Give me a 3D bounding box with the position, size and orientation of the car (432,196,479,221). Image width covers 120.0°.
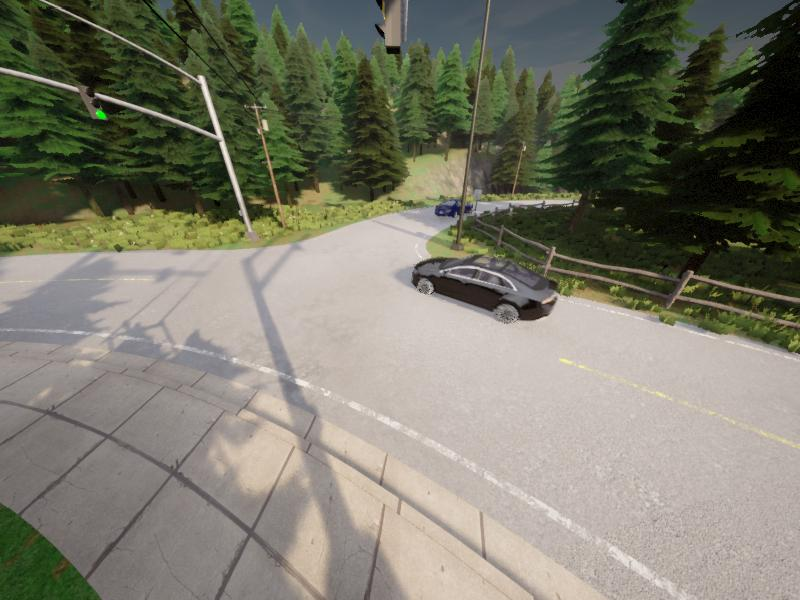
[{"bbox_3d":[5.420,-8.964,22.352,1.882,1.535,5.008,25,38,37],"label":"car"}]

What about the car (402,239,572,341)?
[{"bbox_3d":[2.662,-0.714,8.036,4.902,1.511,2.128,22,37,33],"label":"car"}]
